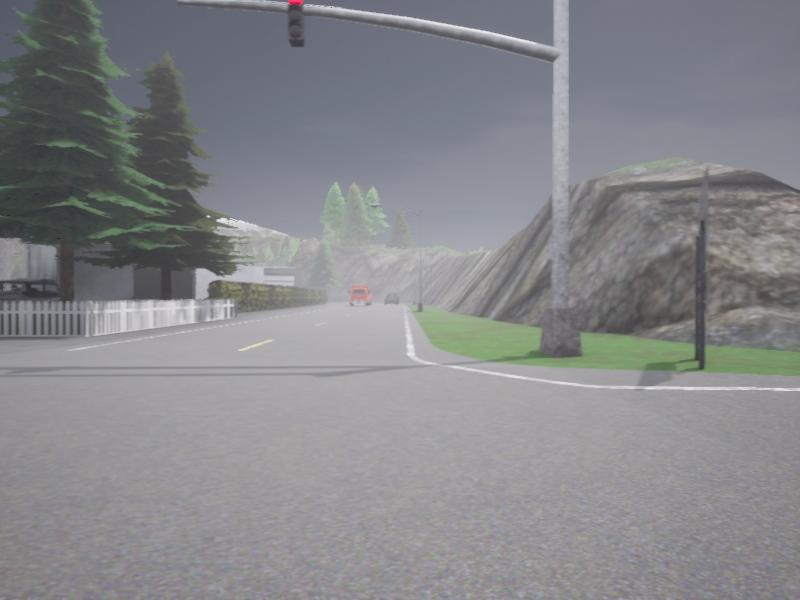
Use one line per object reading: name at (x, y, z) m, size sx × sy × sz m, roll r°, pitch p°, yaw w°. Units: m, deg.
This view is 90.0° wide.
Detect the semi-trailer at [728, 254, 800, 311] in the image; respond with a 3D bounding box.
semi-trailer at (32.119, -1.329, 30.327) m, size 2.717 × 4.402 × 14.254 m, roll 0°, pitch 1°, yaw 0°

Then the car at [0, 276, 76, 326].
car at (-15.949, 0.038, 16.570) m, size 1.905 × 1.878 × 3.866 m, roll 0°, pitch 0°, yaw 0°

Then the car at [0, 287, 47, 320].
car at (-21.615, 0.172, 20.903) m, size 2.242 × 1.667 × 4.611 m, roll 0°, pitch 0°, yaw 0°

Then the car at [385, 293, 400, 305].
car at (-1.120, -0.142, 56.553) m, size 2.033 × 1.649 × 4.856 m, roll 0°, pitch 0°, yaw -1°

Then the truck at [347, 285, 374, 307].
truck at (-4.655, -0.497, 47.860) m, size 2.627 × 2.467 × 5.204 m, roll 0°, pitch 0°, yaw 0°
